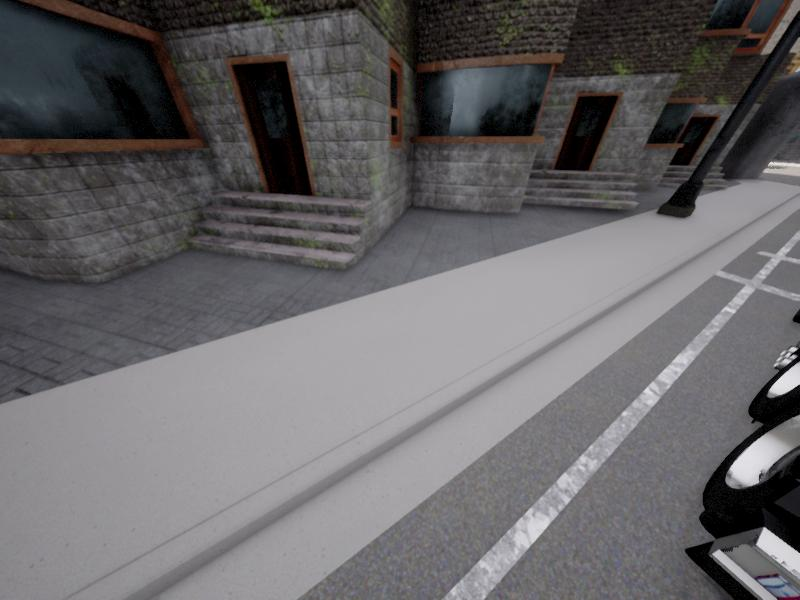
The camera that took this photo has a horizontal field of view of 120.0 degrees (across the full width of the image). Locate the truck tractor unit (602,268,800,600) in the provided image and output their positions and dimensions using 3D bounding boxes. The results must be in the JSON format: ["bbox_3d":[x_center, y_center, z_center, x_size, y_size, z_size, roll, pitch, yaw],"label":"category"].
[{"bbox_3d":[5.120,-0.289,0.781,6.516,4.208,3.053,-18,39,-24],"label":"truck tractor unit"}]
